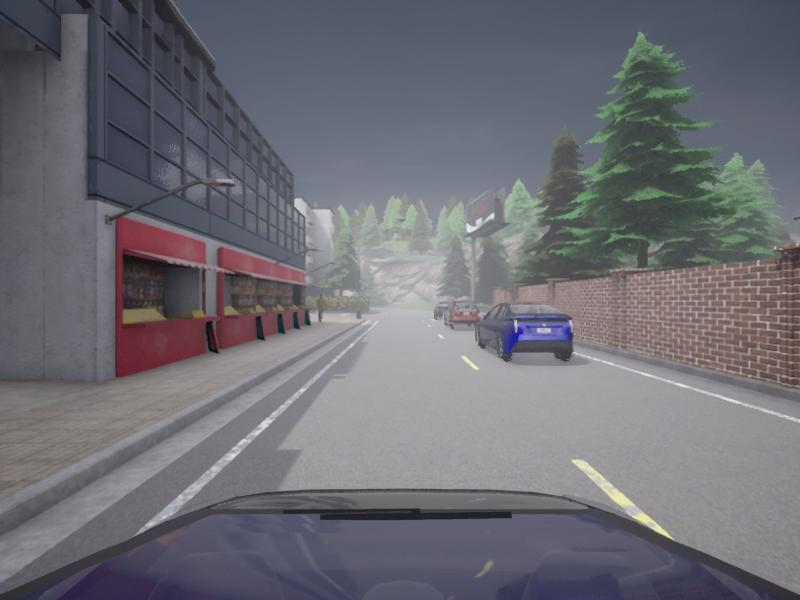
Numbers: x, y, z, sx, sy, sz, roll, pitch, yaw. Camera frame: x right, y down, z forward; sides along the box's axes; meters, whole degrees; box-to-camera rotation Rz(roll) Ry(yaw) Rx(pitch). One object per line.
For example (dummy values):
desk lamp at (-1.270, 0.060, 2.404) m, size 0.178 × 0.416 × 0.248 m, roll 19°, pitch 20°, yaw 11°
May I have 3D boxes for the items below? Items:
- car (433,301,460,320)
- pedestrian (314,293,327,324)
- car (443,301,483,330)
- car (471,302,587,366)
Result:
car at (4.102, 0.871, 34.681) m, size 1.812 × 1.442 × 4.674 m, roll -1°, pitch 1°, yaw 13°
pedestrian at (-4.796, 0.506, 24.218) m, size 0.751 × 1.860 × 0.751 m, roll 0°, pitch 0°, yaw -10°
car at (3.552, 0.836, 23.155) m, size 1.789 × 1.549 × 3.705 m, roll 0°, pitch 0°, yaw 0°
car at (3.530, 0.840, 11.927) m, size 2.007 × 1.525 × 4.514 m, roll 0°, pitch 0°, yaw 0°
